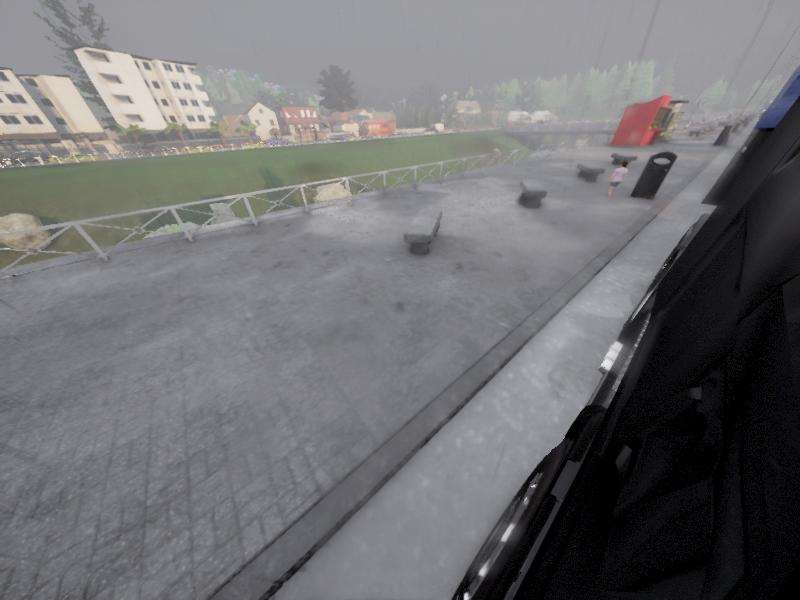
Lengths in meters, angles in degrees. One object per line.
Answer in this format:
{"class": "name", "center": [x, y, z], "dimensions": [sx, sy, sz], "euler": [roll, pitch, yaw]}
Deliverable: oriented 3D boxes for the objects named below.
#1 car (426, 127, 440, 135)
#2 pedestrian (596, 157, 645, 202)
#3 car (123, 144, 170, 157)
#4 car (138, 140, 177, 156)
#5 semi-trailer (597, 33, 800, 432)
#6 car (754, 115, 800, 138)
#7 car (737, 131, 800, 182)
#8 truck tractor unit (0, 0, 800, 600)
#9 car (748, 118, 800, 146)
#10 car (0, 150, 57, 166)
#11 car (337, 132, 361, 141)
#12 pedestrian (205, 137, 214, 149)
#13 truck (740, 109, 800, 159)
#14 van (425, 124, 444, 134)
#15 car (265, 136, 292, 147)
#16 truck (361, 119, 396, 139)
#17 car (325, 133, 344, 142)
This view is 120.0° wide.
{"class": "car", "center": [10.003, -50.824, 69.427], "dimensions": [3.988, 1.617, 1.851], "euler": [-28, 43, -29]}
{"class": "pedestrian", "center": [6.447, -3.545, 6.825], "dimensions": [0.500, 1.100, 0.500], "euler": [3, 37, 7]}
{"class": "car", "center": [-43.500, -25.869, 39.816], "dimensions": [5.357, 1.411, 2.033], "euler": [-27, 43, -29]}
{"class": "car", "center": [-39.670, -24.974, 37.956], "dimensions": [3.866, 1.878, 1.905], "euler": [-28, 43, -29]}
{"class": "semi-trailer", "center": [8.749, -3.577, 4.167], "dimensions": [14.254, 4.402, 2.717], "euler": [-28, 43, -29]}
{"class": "car", "center": [36.790, -16.994, 22.561], "dimensions": [5.366, 1.575, 1.801], "euler": [-28, 43, -29]}
{"class": "car", "center": [15.930, -5.913, 9.370], "dimensions": [4.181, 1.385, 1.994], "euler": [-27, 43, -30]}
{"class": "truck tractor unit", "center": [2.645, -0.295, 0.351], "dimensions": [6.516, 4.208, 3.053], "euler": [-28, 44, -30]}
{"class": "car", "center": [28.955, -12.817, 17.569], "dimensions": [4.902, 1.511, 2.128], "euler": [-27, 43, -29]}
{"class": "car", "center": [-53.832, -20.418, 33.149], "dimensions": [4.892, 1.490, 1.837], "euler": [-27, 43, -28]}
{"class": "car", "center": [-12.197, -39.195, 55.435], "dimensions": [4.792, 1.488, 2.163], "euler": [-27, 43, -29]}
{"class": "pedestrian", "center": [-39.237, -32.339, 47.551], "dimensions": [0.751, 1.860, 0.751], "euler": [-25, 42, -27]}
{"class": "truck", "center": [22.732, -9.780, 13.445], "dimensions": [6.274, 2.098, 2.390], "euler": [-27, 43, -29]}
{"class": "van", "center": [11.104, -54.879, 73.999], "dimensions": [6.366, 2.431, 2.351], "euler": [-28, 43, -29]}
{"class": "car", "center": [-24.884, -32.557, 47.433], "dimensions": [4.193, 1.474, 1.816], "euler": [-27, 43, -29]}
{"class": "truck", "center": [-5.330, -43.742, 59.082], "dimensions": [8.468, 3.827, 2.891], "euler": [-28, 43, -29]}
{"class": "car", "center": [-16.101, -40.213, 57.123], "dimensions": [3.806, 1.475, 1.970], "euler": [-28, 43, -29]}
